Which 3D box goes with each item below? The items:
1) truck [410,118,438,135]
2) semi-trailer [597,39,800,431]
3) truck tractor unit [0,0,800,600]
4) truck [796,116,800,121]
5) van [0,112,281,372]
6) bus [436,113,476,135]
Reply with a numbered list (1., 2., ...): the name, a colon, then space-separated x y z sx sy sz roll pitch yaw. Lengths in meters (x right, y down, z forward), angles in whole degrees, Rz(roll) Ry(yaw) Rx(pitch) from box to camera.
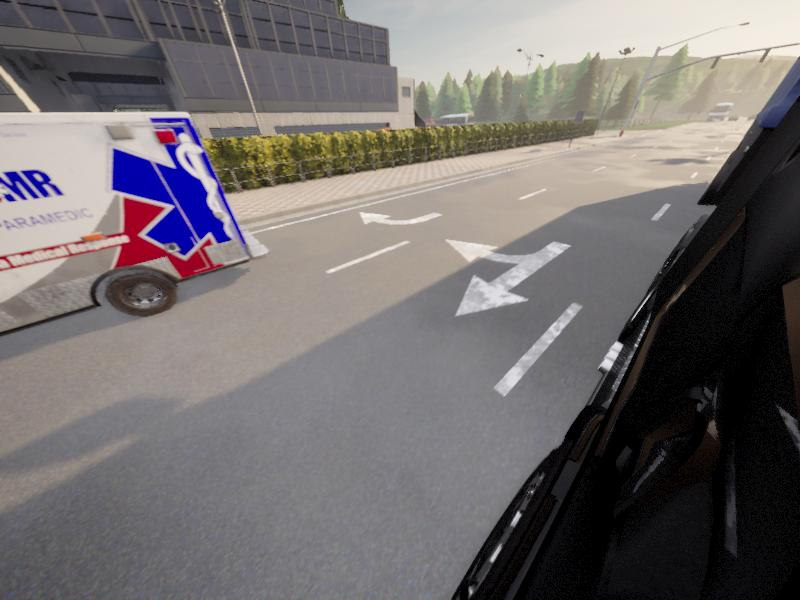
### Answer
1. truck: 6.827 -50.358 67.149 2.891 3.827 8.468 -28 44 -30
2. semi-trailer: 8.713 -3.591 4.219 14.254 4.402 2.717 -28 44 -30
3. truck tractor unit: 2.645 -0.295 0.351 6.516 4.208 3.053 -28 44 -30
4. truck: 88.737 -39.990 49.506 5.204 2.467 2.627 -28 44 -30
5. van: -5.525 -0.683 2.865 6.366 2.431 2.351 -28 44 -30
6. bus: 15.015 -48.005 63.160 3.944 4.253 10.273 -28 44 -30
